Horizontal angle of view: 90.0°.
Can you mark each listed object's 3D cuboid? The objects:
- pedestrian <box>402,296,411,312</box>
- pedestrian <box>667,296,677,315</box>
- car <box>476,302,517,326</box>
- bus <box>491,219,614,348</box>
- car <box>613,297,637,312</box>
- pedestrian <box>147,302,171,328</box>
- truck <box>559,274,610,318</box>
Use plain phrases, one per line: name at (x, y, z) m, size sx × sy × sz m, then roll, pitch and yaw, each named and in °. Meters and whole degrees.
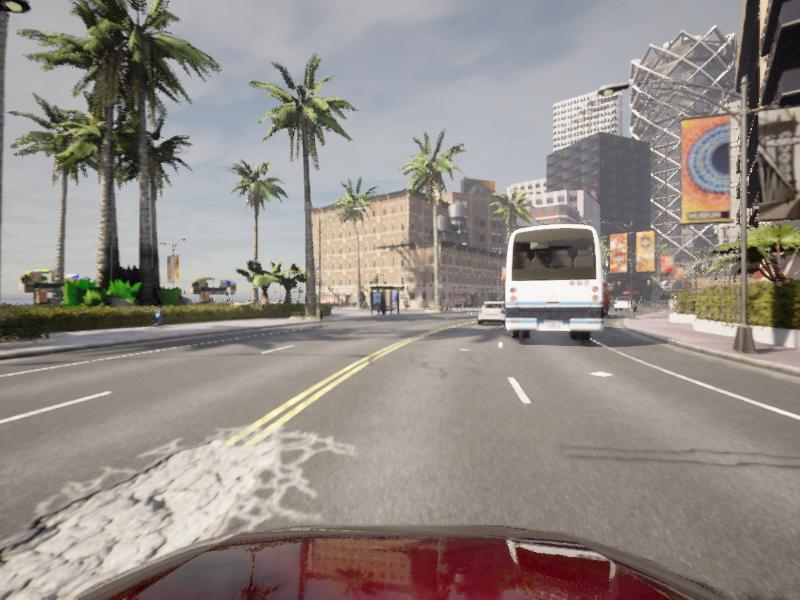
pedestrian at (0.745, 0.497, 47.345) m, size 0.751 × 1.860 × 0.751 m, roll 0°, pitch 0°, yaw 34°
pedestrian at (26.777, 0.502, 39.382) m, size 0.751 × 1.860 × 0.751 m, roll 0°, pitch 0°, yaw 37°
car at (6.481, 0.862, 26.682) m, size 1.970 × 1.475 × 3.806 m, roll 0°, pitch 0°, yaw 25°
bus at (6.702, -0.527, 18.678) m, size 3.944 × 4.253 × 10.273 m, roll 0°, pitch 0°, yaw 18°
car at (31.918, 0.587, 56.595) m, size 2.150 × 2.045 × 5.566 m, roll 0°, pitch -1°, yaw 38°
pedestrian at (-12.469, 0.767, 20.683) m, size 0.751 × 1.300 × 0.751 m, roll 0°, pitch 0°, yaw 19°
truck at (18.216, -0.306, 39.082) m, size 2.891 × 3.827 × 8.468 m, roll 0°, pitch 0°, yaw 36°
